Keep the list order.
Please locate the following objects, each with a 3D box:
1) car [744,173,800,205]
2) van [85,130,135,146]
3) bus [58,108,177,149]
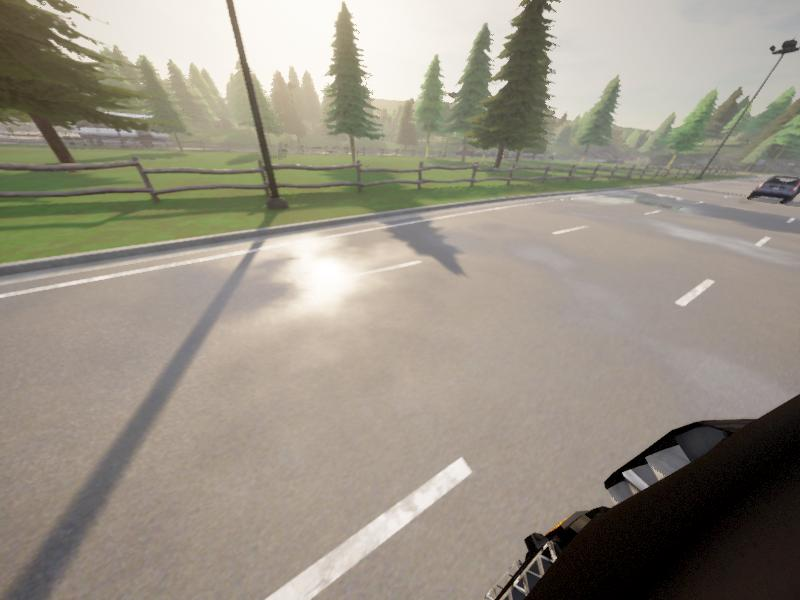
[{"bbox_3d":[27.016,-7.975,16.423,3.988,1.617,1.851,-16,38,-26],"label":"car"},{"bbox_3d":[-47.086,-26.410,37.692,4.442,1.987,1.775,-16,38,-26],"label":"van"},{"bbox_3d":[-42.558,-26.289,35.835,10.273,4.253,3.944,-16,38,-26],"label":"bus"}]
